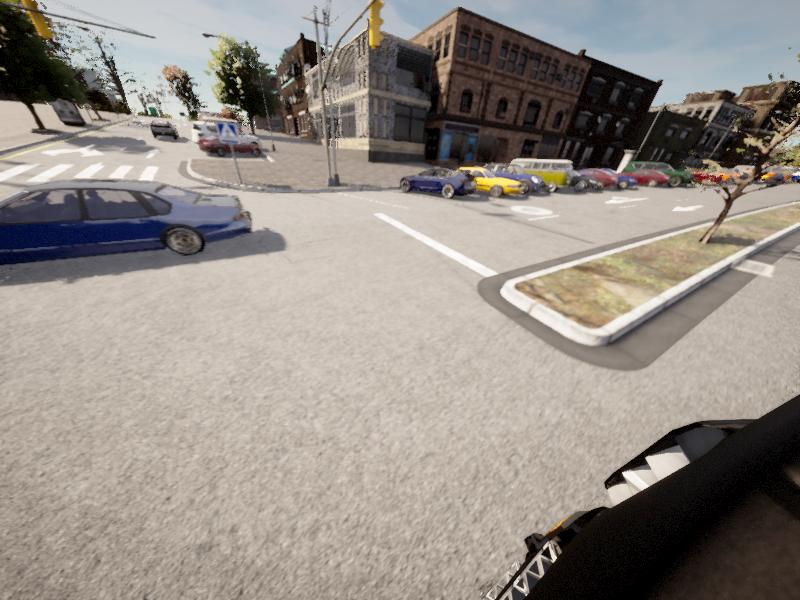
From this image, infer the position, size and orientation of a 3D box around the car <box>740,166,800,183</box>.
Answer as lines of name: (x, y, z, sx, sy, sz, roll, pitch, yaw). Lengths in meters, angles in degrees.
car: (57.002, -19.404, 35.684, 1.878, 1.987, 4.442, -25, 41, -36)

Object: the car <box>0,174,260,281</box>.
car: (-6.220, -1.705, 4.833, 5.357, 1.411, 2.033, -15, 37, -26)

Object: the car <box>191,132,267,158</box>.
car: (-14.624, -13.444, 20.107, 2.002, 1.452, 4.674, 29, 40, 26)

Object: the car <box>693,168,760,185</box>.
car: (43.026, -16.481, 30.724, 2.231, 1.521, 4.892, -26, 41, -36)

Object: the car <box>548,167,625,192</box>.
car: (15.620, -10.337, 19.595, 4.674, 1.452, 2.002, 28, 41, 35)

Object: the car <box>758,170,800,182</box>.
car: (65.246, -20.894, 38.914, 2.097, 1.535, 5.008, -25, 41, -36)

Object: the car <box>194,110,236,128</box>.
car: (-35.851, -35.209, 44.982, 2.435, 2.045, 5.566, 28, 40, 25)

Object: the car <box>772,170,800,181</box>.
car: (70.821, -21.945, 40.935, 2.163, 1.488, 4.792, -25, 41, -36)

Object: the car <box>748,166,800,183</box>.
car: (62.455, -20.570, 37.780, 2.435, 2.045, 5.566, -25, 41, -35)

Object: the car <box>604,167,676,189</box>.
car: (23.758, -12.267, 23.084, 4.674, 1.452, 2.002, 29, 41, 35)

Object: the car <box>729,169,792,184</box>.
car: (54.109, -18.698, 34.889, 2.163, 1.488, 4.792, -25, 41, -36)

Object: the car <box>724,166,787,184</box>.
car: (51.440, -18.307, 33.646, 1.878, 1.987, 4.442, -25, 41, -36)

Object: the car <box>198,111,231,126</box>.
car: (-39.187, -38.400, 48.935, 2.185, 1.767, 4.553, 26, 38, 26)

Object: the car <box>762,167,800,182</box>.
car: (68.007, -21.659, 39.803, 2.435, 2.045, 5.566, -25, 41, -35)

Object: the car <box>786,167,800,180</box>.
car: (79.166, -23.816, 43.823, 2.435, 2.045, 5.566, -25, 41, -36)

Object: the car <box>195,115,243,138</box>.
car: (-24.427, -23.563, 31.462, 1.878, 1.987, 4.442, 29, 41, 25)

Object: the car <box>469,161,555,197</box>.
car: (7.537, -8.482, 15.923, 4.553, 1.767, 2.185, 27, 40, 34)

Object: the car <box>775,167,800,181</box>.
car: (73.608, -22.728, 41.800, 2.435, 2.045, 5.566, -25, 41, -36)

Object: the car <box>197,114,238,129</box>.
car: (-34.099, -33.448, 43.360, 1.946, 1.575, 5.366, 28, 40, 25)

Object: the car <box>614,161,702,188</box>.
car: (26.521, -13.132, 24.055, 5.566, 2.045, 2.435, 29, 41, 36)

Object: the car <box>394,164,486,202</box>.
car: (2.172, -7.048, 13.670, 4.792, 1.488, 2.163, 26, 40, 33)

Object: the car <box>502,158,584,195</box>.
car: (10.329, -9.190, 17.004, 4.442, 1.987, 1.878, 27, 40, 34)

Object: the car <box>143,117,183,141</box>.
car: (-24.692, -17.962, 24.254, 2.128, 1.511, 4.902, -17, 43, -30)

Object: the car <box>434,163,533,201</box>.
car: (5.022, -7.608, 14.638, 5.366, 1.575, 1.946, 27, 40, 34)

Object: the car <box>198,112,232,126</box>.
car: (-37.553, -36.770, 46.980, 2.185, 1.767, 4.553, 27, 40, 25)

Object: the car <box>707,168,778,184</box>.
car: (48.442, -17.686, 32.919, 1.946, 1.575, 5.366, -25, 41, -36)

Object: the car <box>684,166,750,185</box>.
car: (40.264, -16.010, 29.591, 2.185, 1.767, 4.553, -26, 42, -37)

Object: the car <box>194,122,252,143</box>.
car: (-21.136, -20.107, 27.806, 2.231, 1.521, 4.892, 29, 40, 26)

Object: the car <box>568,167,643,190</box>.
car: (18.326, -10.993, 20.778, 4.674, 1.452, 2.002, 28, 40, 35)

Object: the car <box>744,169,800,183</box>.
car: (59.692, -19.805, 36.889, 2.097, 1.535, 5.008, -25, 41, -36)

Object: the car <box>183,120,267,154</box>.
car: (-16.207, -15.347, 21.885, 2.435, 2.045, 5.566, 29, 40, 26)

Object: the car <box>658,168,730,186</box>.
car: (34.723, -14.745, 27.523, 2.097, 1.535, 5.008, -27, 42, -37)

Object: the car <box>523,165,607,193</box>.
car: (12.921, -9.715, 18.396, 4.892, 1.521, 2.231, 27, 40, 34)

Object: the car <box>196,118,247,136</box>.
car: (-25.903, -25.171, 33.736, 1.946, 1.575, 5.366, 29, 40, 26)

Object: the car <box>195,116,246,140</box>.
car: (-22.795, -21.900, 29.526, 1.878, 1.987, 4.442, 29, 41, 25)

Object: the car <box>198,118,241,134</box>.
car: (-27.644, -26.721, 35.569, 2.002, 1.452, 4.674, 29, 40, 25)

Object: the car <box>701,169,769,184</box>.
car: (45.793, -17.057, 31.785, 2.097, 1.535, 5.008, -25, 41, -36)

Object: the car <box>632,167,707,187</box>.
car: (29.226, -13.548, 25.330, 5.008, 1.535, 2.097, 29, 41, 36)

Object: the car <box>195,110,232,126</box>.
car: (-40.866, -40.000, 50.765, 2.435, 2.045, 5.566, 24, 37, 28)
